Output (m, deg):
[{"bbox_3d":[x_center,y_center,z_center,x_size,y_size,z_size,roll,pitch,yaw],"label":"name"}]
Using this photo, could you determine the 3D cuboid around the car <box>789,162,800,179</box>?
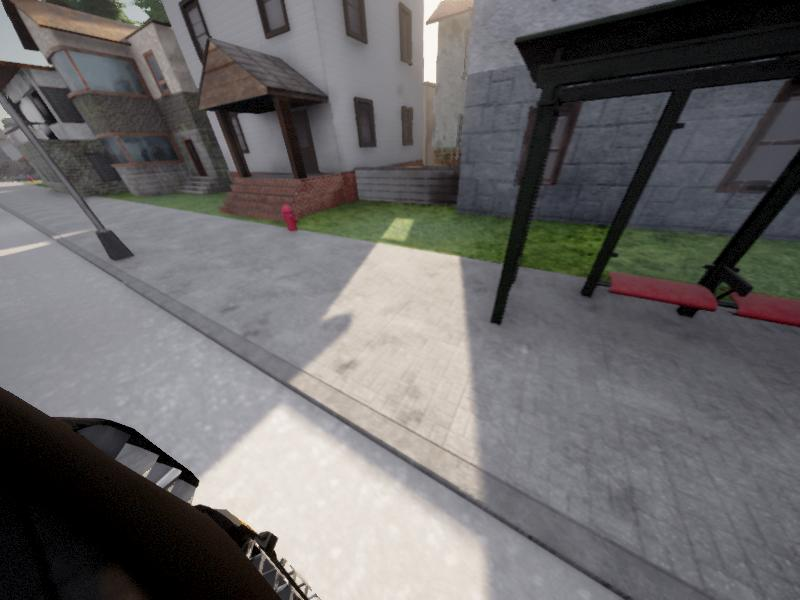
[{"bbox_3d":[19.416,-5.473,9.261,1.837,1.490,4.892,16,38,26],"label":"car"}]

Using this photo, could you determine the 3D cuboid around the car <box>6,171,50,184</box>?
[{"bbox_3d":[-64.739,-21.429,40.284,1.845,1.501,3.633,16,38,26],"label":"car"}]
